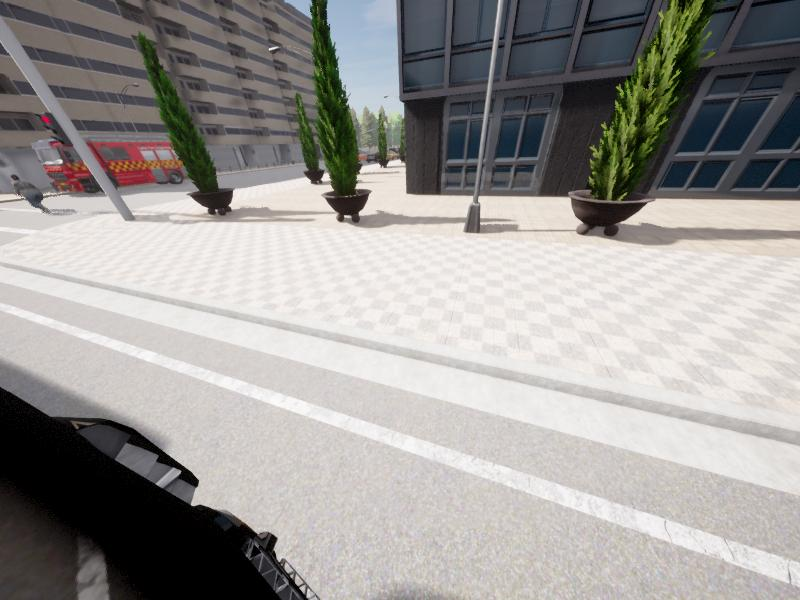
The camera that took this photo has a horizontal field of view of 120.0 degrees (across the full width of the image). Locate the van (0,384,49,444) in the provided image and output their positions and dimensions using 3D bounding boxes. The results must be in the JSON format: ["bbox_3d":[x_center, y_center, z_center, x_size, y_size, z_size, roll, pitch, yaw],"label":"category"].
[{"bbox_3d":[-6.109,0.532,1.814,4.442,1.987,1.775,9,35,17],"label":"van"}]

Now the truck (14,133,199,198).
[{"bbox_3d":[-23.214,-11.554,19.533,2.891,3.827,8.468,9,35,17],"label":"truck"}]

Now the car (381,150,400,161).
[{"bbox_3d":[-1.708,-28.039,44.683,1.801,1.575,5.366,9,35,17],"label":"car"}]

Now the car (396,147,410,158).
[{"bbox_3d":[0.760,-32.209,50.480,1.905,1.878,3.866,9,35,17],"label":"car"}]

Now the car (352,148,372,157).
[{"bbox_3d":[-11.882,-46.185,72.426,5.566,2.045,2.150,9,35,17],"label":"car"}]

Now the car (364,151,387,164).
[{"bbox_3d":[-4.031,-24.212,39.159,2.007,1.525,4.514,9,35,17],"label":"car"}]

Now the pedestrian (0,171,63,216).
[{"bbox_3d":[-18.111,-5.201,11.324,0.751,1.860,0.751,4,34,10],"label":"pedestrian"}]
